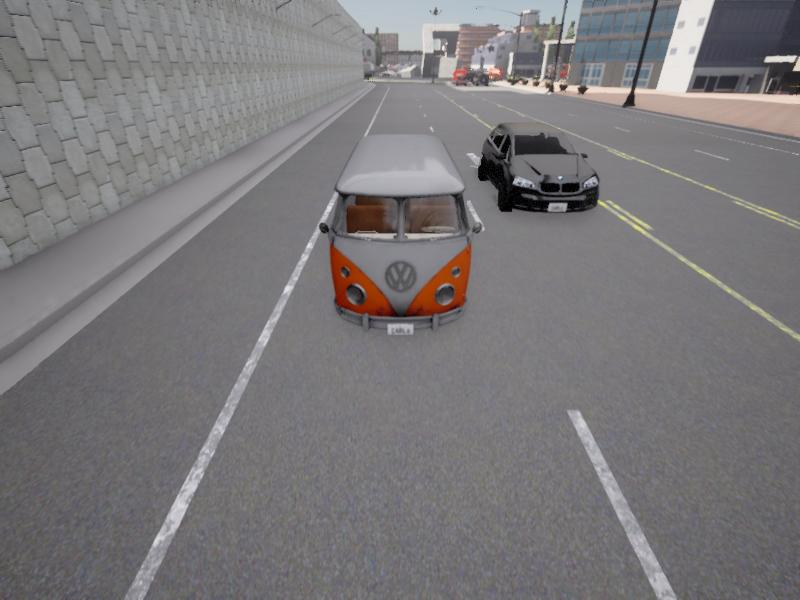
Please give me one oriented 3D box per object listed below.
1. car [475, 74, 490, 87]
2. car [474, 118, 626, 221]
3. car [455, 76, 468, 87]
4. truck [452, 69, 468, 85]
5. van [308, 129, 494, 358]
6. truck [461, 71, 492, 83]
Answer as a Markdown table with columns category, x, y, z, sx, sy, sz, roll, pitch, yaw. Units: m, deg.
| category | x | y | z | sx | sy | sz | roll | pitch | yaw |
| --- | --- | --- | --- | --- | --- | --- | --- | --- | --- |
| car | 14.059 | -37.489 | 68.261 | 1.905 | 1.878 | 3.866 | 2 | 30 | 3 |
| car | 3.510 | -3.650 | 10.592 | 2.242 | 1.667 | 4.611 | 0 | 30 | 0 |
| car | 10.591 | -37.707 | 68.967 | 1.851 | 1.617 | 3.988 | 2 | 30 | 3 |
| truck | 11.228 | -42.008 | 75.417 | 2.627 | 2.467 | 5.204 | 3 | 31 | 6 |
| van | 0.008 | -1.283 | 6.227 | 1.775 | 1.987 | 4.442 | 0 | 30 | 0 |
| truck | 16.324 | -47.700 | 85.492 | 6.274 | 2.098 | 2.390 | -14 | 33 | -23 |
